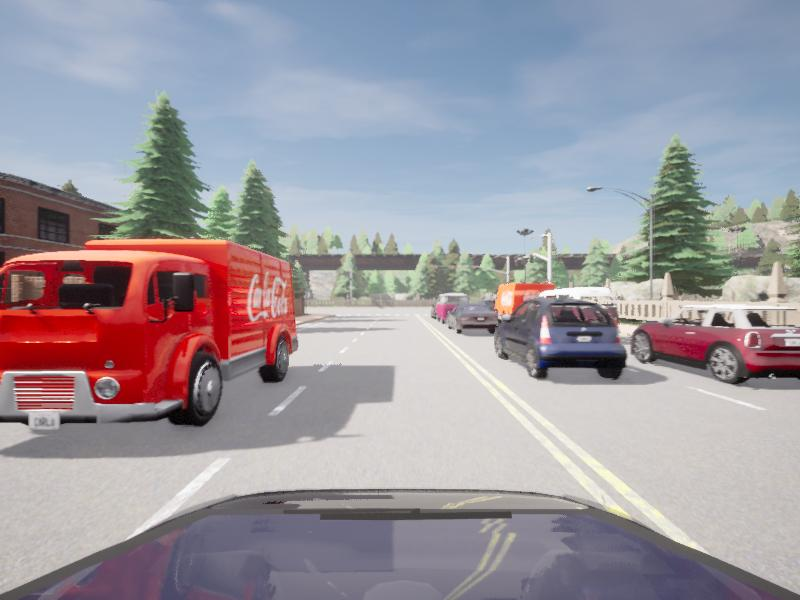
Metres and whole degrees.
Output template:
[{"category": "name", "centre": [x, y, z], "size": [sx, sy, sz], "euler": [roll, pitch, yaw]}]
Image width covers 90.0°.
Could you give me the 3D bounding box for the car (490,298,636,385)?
[{"category": "car", "centre": [3.494, 0.776, 9.472], "size": [1.851, 1.617, 3.988], "euler": [0, 0, 0]}]

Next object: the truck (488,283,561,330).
[{"category": "truck", "centre": [6.986, 0.330, 23.244], "size": [2.627, 2.467, 5.204], "euler": [0, 0, 0]}]

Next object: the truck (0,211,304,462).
[{"category": "truck", "centre": [-3.505, 0.344, 6.530], "size": [2.627, 2.467, 5.204], "euler": [0, 0, 0]}]

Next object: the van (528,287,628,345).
[{"category": "van", "centre": [6.989, 0.553, 16.304], "size": [2.069, 2.038, 4.480], "euler": [0, 0, 0]}]

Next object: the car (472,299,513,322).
[{"category": "car", "centre": [6.977, 0.743, 30.746], "size": [2.033, 1.649, 4.856], "euler": [0, 0, 0]}]

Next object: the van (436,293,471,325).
[{"category": "van", "centre": [3.480, 0.568, 26.926], "size": [1.775, 1.987, 4.442], "euler": [0, 0, 0]}]

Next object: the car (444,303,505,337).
[{"category": "car", "centre": [3.488, 0.872, 19.823], "size": [2.033, 1.411, 5.357], "euler": [0, 0, 0]}]

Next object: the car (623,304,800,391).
[{"category": "car", "centre": [6.994, 0.843, 8.893], "size": [1.970, 1.475, 3.806], "euler": [0, 0, 0]}]
